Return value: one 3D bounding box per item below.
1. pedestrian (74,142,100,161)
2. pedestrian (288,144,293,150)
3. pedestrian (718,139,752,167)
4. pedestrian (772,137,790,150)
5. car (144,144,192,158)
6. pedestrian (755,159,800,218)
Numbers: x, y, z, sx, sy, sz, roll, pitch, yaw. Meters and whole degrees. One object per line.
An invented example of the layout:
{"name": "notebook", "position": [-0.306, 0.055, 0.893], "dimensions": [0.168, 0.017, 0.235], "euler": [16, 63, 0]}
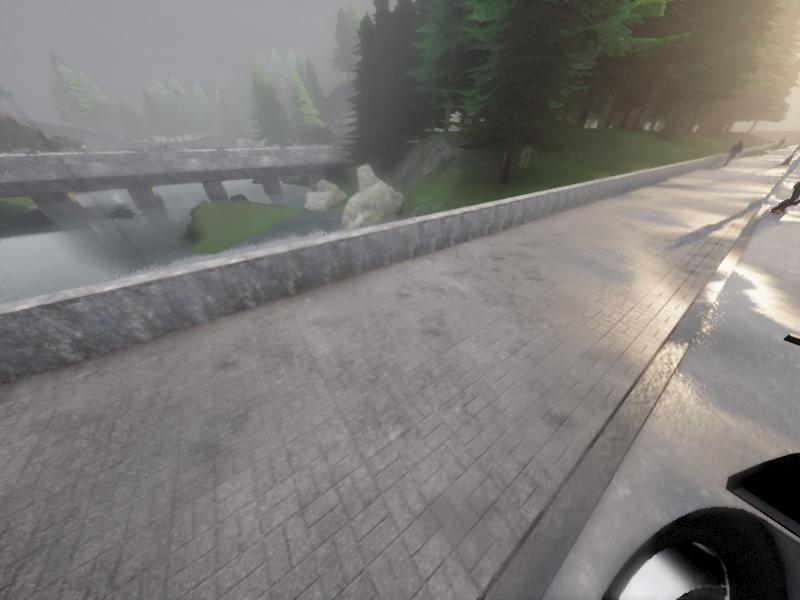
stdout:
{"name": "pedestrian", "position": [-35.711, -16.953, 26.375], "dimensions": [0.751, 1.860, 0.751], "euler": [-12, 37, -16]}
{"name": "pedestrian", "position": [-22.805, -31.862, 48.066], "dimensions": [0.500, 1.100, 0.500], "euler": [-24, 41, -29]}
{"name": "pedestrian", "position": [27.613, -12.155, 19.083], "dimensions": [0.751, 1.860, 0.751], "euler": [29, 45, 35]}
{"name": "pedestrian", "position": [65.538, -26.930, 39.731], "dimensions": [0.751, 1.860, 0.751], "euler": [-22, 41, -28]}
{"name": "car", "position": [-32.965, -21.345, 33.090], "dimensions": [4.514, 1.525, 2.007], "euler": [-22, 41, -28]}
{"name": "pedestrian", "position": [13.015, -3.699, 7.392], "dimensions": [0.751, 1.860, 0.751], "euler": [-4, 35, -6]}
